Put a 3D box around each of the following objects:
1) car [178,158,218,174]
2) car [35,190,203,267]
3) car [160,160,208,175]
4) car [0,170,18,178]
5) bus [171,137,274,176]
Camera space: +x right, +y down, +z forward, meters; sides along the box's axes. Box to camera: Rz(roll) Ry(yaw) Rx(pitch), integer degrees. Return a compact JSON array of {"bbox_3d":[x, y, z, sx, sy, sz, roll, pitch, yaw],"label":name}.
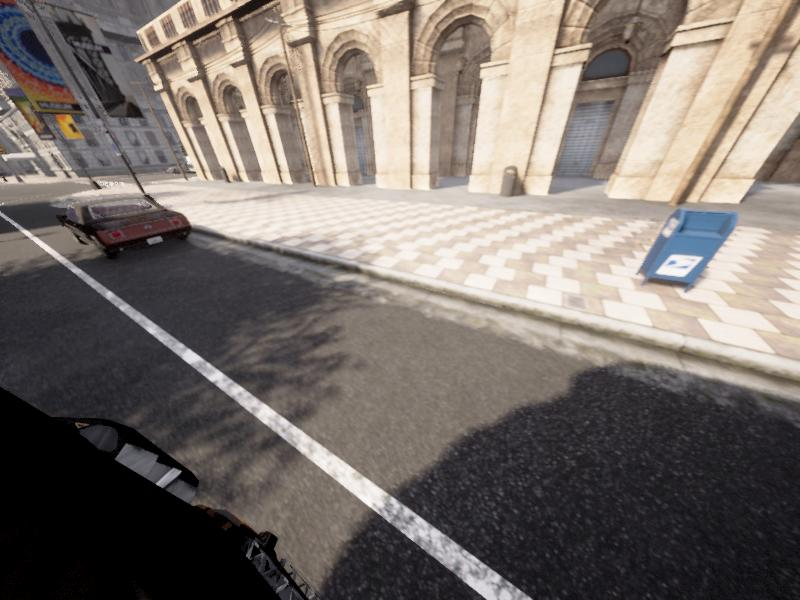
[{"bbox_3d":[-31.394,-20.899,36.046,1.905,1.878,3.866,16,38,25],"label":"car"},{"bbox_3d":[-8.520,-2.399,7.011,4.718,1.301,1.895,16,38,26],"label":"car"},{"bbox_3d":[-34.675,-21.392,37.263,2.152,1.651,5.027,16,38,26],"label":"car"},{"bbox_3d":[-84.703,-26.345,48.438,1.994,1.385,4.181,-2,33,1],"label":"car"},{"bbox_3d":[-24.872,-20.917,33.480,3.944,4.253,10.273,17,38,26],"label":"bus"}]
